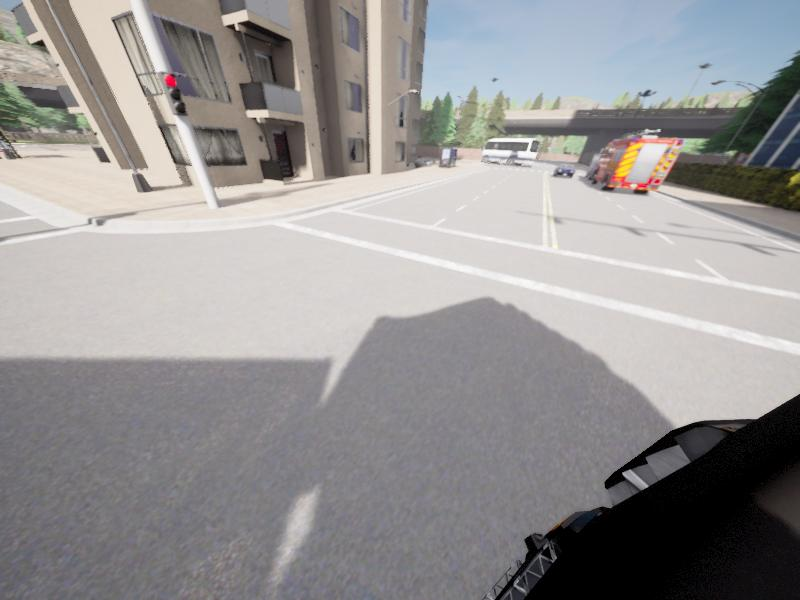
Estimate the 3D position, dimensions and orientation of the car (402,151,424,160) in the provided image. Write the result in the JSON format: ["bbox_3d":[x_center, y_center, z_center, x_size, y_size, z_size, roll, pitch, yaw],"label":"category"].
[{"bbox_3d":[2.758,-31.348,50.036,4.181,1.385,1.994,17,36,20],"label":"car"}]

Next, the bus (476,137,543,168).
[{"bbox_3d":[20.583,-28.399,44.359,3.944,4.253,10.273,-18,39,-32],"label":"bus"}]

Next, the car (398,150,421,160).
[{"bbox_3d":[1.902,-29.518,47.119,4.193,1.474,1.816,17,36,20],"label":"car"}]

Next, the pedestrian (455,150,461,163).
[{"bbox_3d":[10.148,-25.164,40.531,0.751,1.860,0.751,10,34,11],"label":"pedestrian"}]

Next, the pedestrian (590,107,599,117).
[{"bbox_3d":[46.617,-45.052,55.373,0.751,1.860,0.751,18,36,21],"label":"pedestrian"}]

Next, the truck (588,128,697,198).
[{"bbox_3d":[18.376,-11.054,18.562,2.891,3.827,8.468,18,37,22],"label":"truck"}]

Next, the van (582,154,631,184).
[{"bbox_3d":[22.478,-14.658,25.568,2.351,2.431,6.366,18,37,22],"label":"van"}]

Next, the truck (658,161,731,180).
[{"bbox_3d":[45.126,-20.119,35.737,6.274,2.098,2.390,18,36,22],"label":"truck"}]

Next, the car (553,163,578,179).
[{"bbox_3d":[19.515,-15.358,27.418,1.895,1.301,4.718,18,36,22],"label":"car"}]

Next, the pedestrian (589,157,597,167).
[{"bbox_3d":[43.769,-31.261,52.407,0.751,1.860,0.751,18,36,21],"label":"pedestrian"}]
